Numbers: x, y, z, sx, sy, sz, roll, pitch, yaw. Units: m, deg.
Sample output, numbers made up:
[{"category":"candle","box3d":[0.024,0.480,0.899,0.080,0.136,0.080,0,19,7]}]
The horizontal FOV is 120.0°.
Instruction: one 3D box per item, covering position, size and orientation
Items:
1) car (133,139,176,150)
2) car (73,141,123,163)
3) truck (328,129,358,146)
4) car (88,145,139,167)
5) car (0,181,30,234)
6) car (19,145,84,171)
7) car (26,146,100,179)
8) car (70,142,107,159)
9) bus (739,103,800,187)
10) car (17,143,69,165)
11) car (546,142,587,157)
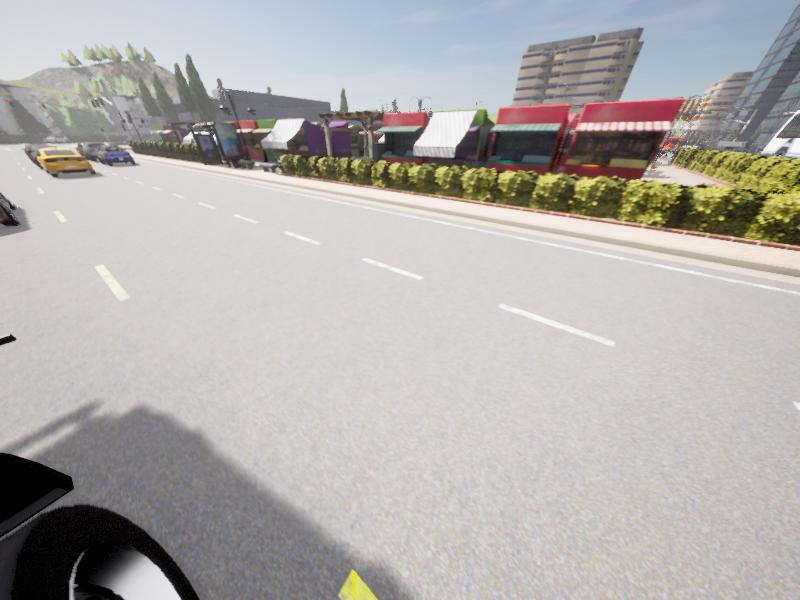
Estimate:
[{"category":"car","box3d":[-46.576,-29.652,43.967,2.152,1.651,5.027,25,42,30]},{"category":"car","box3d":[-31.048,-15.257,23.751,4.856,1.649,2.033,22,41,28]},{"category":"truck","box3d":[-16.304,-47.055,67.042,2.891,3.827,8.468,23,41,29]},{"category":"car","box3d":[-25.706,-12.997,20.743,4.193,1.474,1.816,22,41,28]},{"category":"car","box3d":[-13.282,-2.952,6.652,4.792,1.488,2.163,22,41,28]},{"category":"car","box3d":[-28.115,-11.529,18.632,4.792,1.488,2.163,22,41,28]},{"category":"car","box3d":[-22.603,-9.307,15.497,5.008,1.535,1.882,22,41,27]},{"category":"car","box3d":[-35.914,-17.289,26.659,3.633,1.501,1.845,25,42,30]},{"category":"bus","box3d":[26.165,-8.946,13.083,3.944,4.253,10.273,22,41,28]},{"category":"car","box3d":[-33.712,-13.847,21.802,5.008,1.535,1.882,22,41,28]},{"category":"car","box3d":[25.103,-22.864,34.961,4.611,1.667,2.242,22,41,28]}]
